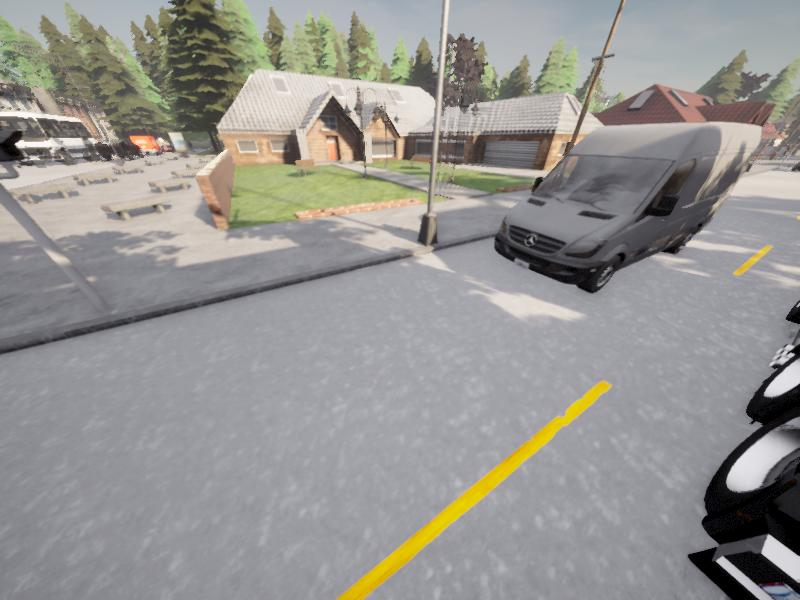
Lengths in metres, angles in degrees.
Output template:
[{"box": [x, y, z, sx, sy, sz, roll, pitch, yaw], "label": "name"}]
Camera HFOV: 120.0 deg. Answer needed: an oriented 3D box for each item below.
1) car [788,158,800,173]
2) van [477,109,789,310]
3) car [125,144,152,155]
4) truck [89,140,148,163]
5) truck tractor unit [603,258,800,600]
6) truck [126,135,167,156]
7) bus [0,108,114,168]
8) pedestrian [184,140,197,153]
[{"box": [37.058, -12.065, 20.423, 4.181, 1.385, 1.994, -18, 39, -24], "label": "car"}, {"box": [4.834, -2.192, 4.963, 5.915, 2.561, 1.988, -17, 38, -23], "label": "van"}, {"box": [-48.336, -27.951, 42.826, 1.801, 1.575, 5.366, -18, 39, -24], "label": "car"}, {"box": [-33.679, -18.122, 27.941, 2.390, 2.098, 6.274, -18, 39, -24], "label": "truck"}, {"box": [5.100, -0.312, 0.796, 6.516, 4.208, 3.053, -19, 39, -25], "label": "truck tractor unit"}, {"box": [-39.423, -24.130, 36.170, 2.627, 2.467, 5.204, -18, 37, -24], "label": "truck"}, {"box": [-35.758, -16.617, 23.878, 3.944, 4.253, 10.273, -18, 39, -24], "label": "bus"}, {"box": [-37.431, -27.458, 41.312, 0.751, 1.860, 0.751, 2, 35, 3], "label": "pedestrian"}]
